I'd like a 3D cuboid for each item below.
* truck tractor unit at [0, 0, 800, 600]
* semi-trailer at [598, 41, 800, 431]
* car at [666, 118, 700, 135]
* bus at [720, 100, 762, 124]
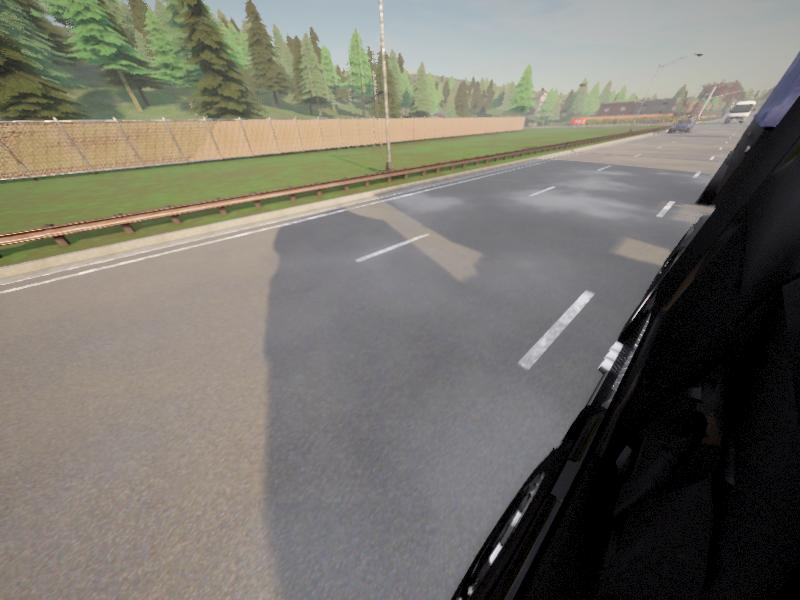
[{"bbox_3d":[2.645,-0.295,0.351,6.516,4.208,3.053,-28,44,-30],"label":"truck tractor unit"},{"bbox_3d":[8.696,-3.594,4.247,14.254,4.402,2.717,-28,44,-30],"label":"semi-trailer"},{"bbox_3d":[40.402,-24.839,32.989,4.553,1.767,2.097,-28,44,-30],"label":"car"},{"bbox_3d":[84.399,-46.382,57.183,10.273,4.253,3.944,-28,44,-30],"label":"bus"}]
